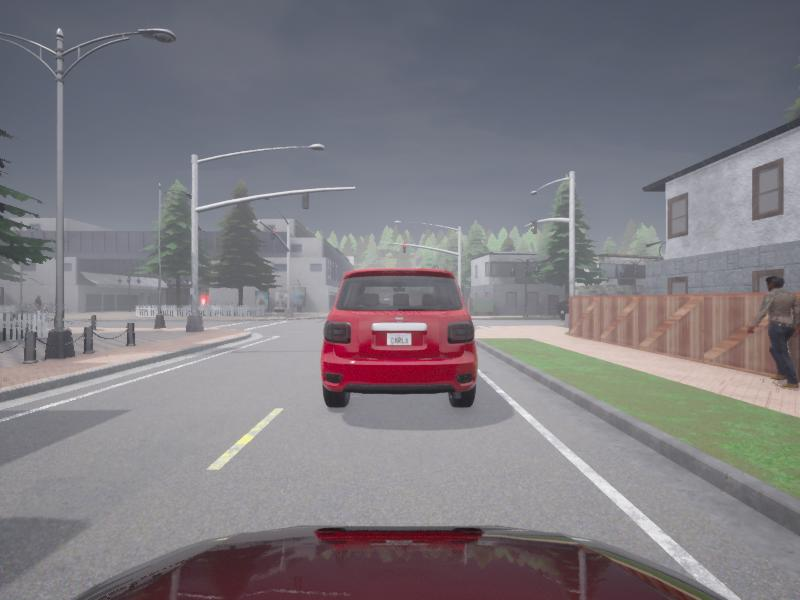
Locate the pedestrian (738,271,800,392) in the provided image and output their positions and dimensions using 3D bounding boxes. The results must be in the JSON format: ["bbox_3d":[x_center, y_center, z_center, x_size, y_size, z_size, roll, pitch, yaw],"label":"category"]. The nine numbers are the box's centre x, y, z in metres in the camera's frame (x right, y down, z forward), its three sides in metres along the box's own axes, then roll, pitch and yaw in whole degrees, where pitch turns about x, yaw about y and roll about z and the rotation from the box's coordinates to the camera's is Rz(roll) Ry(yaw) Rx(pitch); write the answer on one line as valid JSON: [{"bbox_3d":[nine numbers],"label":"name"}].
[{"bbox_3d":[6.222,0.485,6.550,0.751,1.860,0.751,0,0,1],"label":"pedestrian"}]

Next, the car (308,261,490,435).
[{"bbox_3d":[-0.013,0.568,7.496,2.150,2.045,5.566,0,0,0],"label":"car"}]

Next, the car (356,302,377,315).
[{"bbox_3d":[-3.565,0.907,43.454,1.994,1.385,4.181,0,0,0],"label":"car"}]

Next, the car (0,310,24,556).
[{"bbox_3d":[-3.488,0.828,0.387,2.007,1.525,4.514,0,0,0],"label":"car"}]

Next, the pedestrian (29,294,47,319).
[{"bbox_3d":[-28.074,0.500,31.035,0.751,1.860,0.751,0,0,-2],"label":"pedestrian"}]

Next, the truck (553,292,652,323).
[{"bbox_3d":[14.789,0.523,29.358,6.274,2.098,2.390,0,0,-9],"label":"truck"}]
